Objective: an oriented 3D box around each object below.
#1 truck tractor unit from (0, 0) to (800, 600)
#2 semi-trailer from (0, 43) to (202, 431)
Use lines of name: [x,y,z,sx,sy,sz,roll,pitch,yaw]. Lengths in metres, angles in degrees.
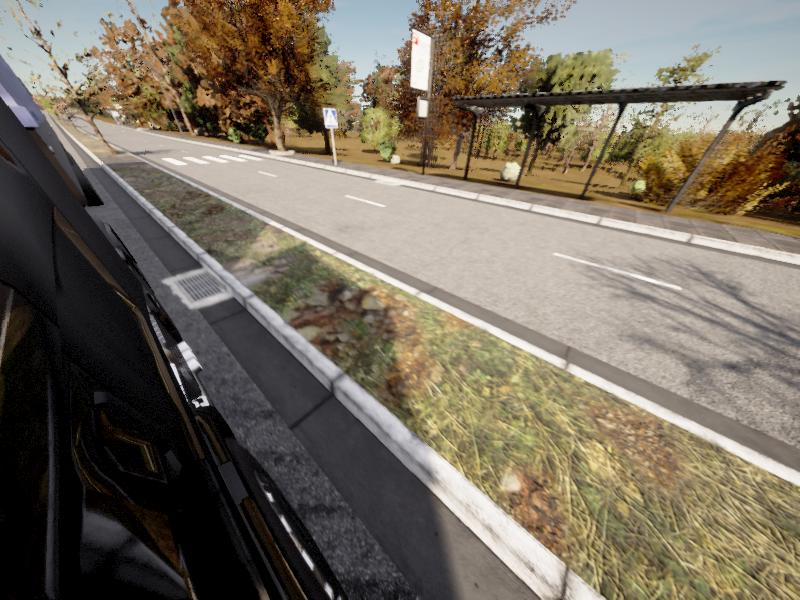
truck tractor unit: [-2.645,-0.295,0.352,6.516,4.208,3.053,28,44,30]
semi-trailer: [-8.704,-3.590,4.240,14.254,4.402,2.717,28,44,30]
